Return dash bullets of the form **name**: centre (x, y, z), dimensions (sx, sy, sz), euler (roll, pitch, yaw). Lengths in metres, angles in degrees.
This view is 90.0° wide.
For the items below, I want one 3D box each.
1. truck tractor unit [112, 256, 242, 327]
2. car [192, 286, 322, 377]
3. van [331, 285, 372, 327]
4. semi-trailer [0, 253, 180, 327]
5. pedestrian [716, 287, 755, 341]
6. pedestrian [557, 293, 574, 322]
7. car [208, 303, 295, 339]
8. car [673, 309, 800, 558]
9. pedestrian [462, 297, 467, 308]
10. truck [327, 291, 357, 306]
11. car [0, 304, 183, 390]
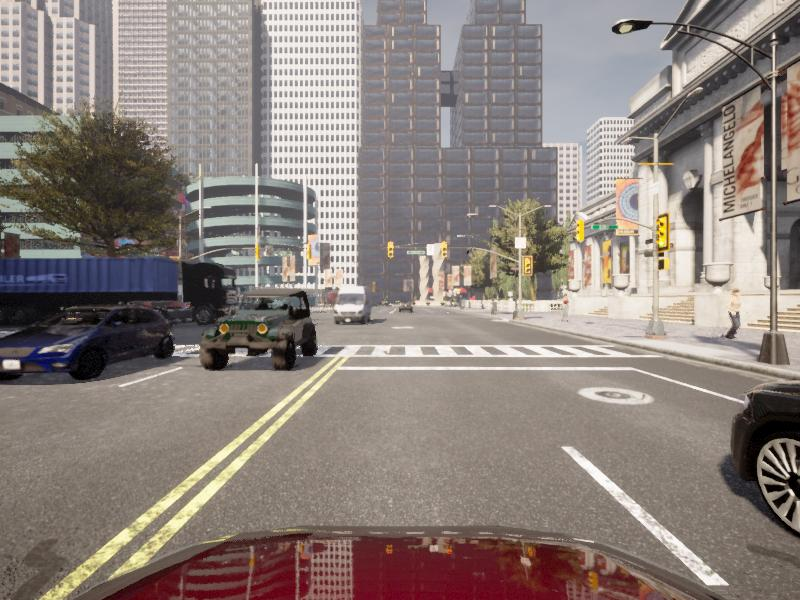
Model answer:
- **truck tractor unit**: centre (-13.942, -0.514, 25.524), dimensions (6.516, 4.208, 3.053), euler (0, 0, -3)
- **car**: centre (-3.363, 0.644, 10.260), dimensions (1.905, 1.878, 3.866), euler (0, 0, 1)
- **van**: centre (-3.124, 0.317, 27.097), dimensions (1.988, 2.561, 5.915), euler (0, 1, 1)
- **semi-trailer**: centre (-21.850, -0.618, 25.565), dimensions (14.254, 4.402, 2.717), euler (0, 0, 1)
- **pedestrian**: centre (11.881, 0.485, 14.200), dimensions (0.751, 1.860, 0.751), euler (0, 0, -8)
- **pedestrian**: centre (10.696, 0.485, 25.869), dimensions (0.751, 1.860, 0.751), euler (0, 0, 0)
- **car**: centre (-6.741, 0.894, 18.932), dimensions (2.033, 1.411, 5.357), euler (0, 0, 1)
- **car**: centre (3.511, 0.836, 1.169), dimensions (2.128, 1.511, 4.902), euler (0, 0, 1)
- **pedestrian**: centre (11.288, 0.485, 70.379), dimensions (0.751, 1.860, 0.751), euler (0, 0, 4)
- **truck**: centre (-15.499, -0.325, 106.538), dimensions (8.468, 3.827, 2.891), euler (0, 0, 37)
- **car**: centre (-6.984, 0.854, 9.194), dimensions (1.816, 1.474, 4.193), euler (0, 0, -2)
